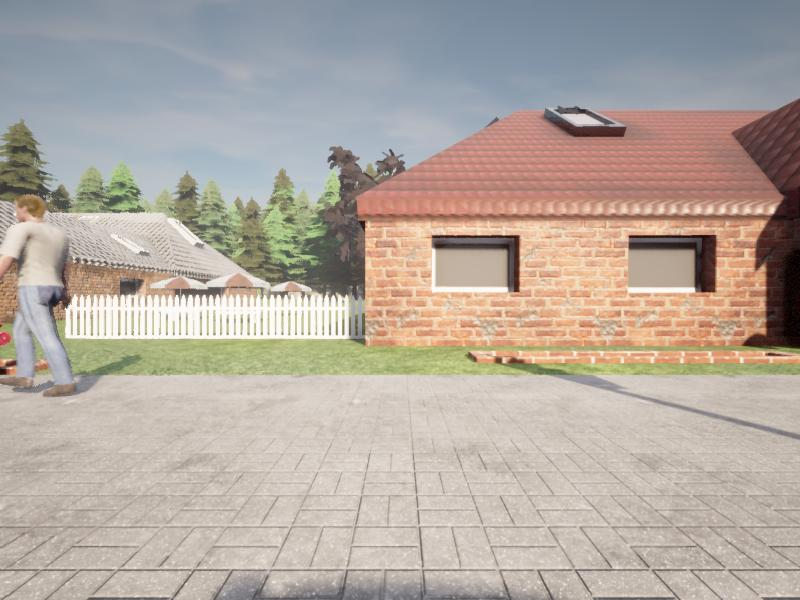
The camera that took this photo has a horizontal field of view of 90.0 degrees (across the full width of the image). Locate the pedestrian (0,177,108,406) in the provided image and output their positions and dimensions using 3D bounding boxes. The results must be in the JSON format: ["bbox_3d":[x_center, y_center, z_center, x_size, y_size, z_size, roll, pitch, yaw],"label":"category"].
[{"bbox_3d":[-3.295,-0.067,3.626,0.751,1.860,0.751,0,0,-2],"label":"pedestrian"}]
